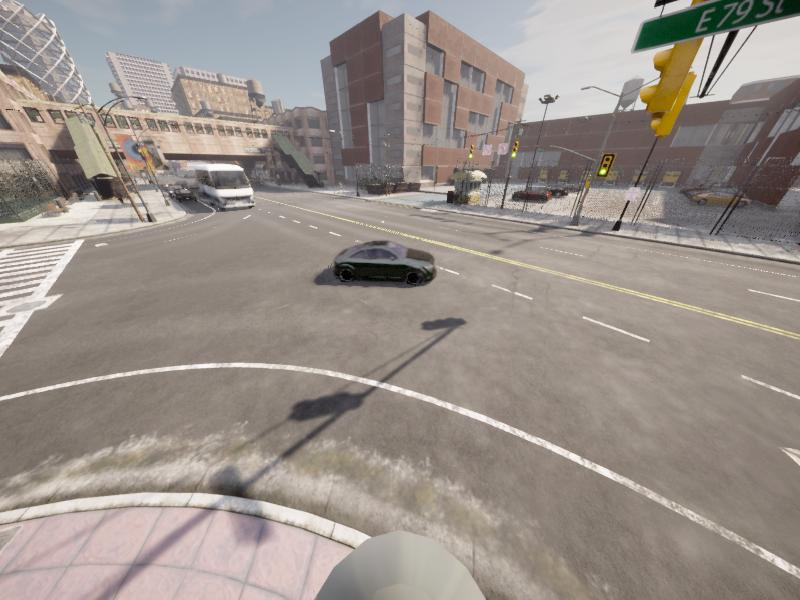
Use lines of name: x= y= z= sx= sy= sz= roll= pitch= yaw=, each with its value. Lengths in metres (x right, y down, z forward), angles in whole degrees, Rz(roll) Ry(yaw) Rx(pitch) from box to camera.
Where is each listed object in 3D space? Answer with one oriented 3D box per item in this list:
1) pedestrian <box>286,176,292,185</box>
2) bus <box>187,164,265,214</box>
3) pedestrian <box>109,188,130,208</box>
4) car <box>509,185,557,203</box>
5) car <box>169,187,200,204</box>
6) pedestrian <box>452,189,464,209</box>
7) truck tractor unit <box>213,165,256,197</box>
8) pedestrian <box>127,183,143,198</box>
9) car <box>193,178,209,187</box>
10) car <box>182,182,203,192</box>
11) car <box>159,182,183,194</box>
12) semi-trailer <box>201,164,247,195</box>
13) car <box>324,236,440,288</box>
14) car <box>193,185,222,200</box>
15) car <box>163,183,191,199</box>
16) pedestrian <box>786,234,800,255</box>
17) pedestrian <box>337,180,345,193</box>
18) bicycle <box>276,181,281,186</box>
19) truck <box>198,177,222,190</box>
pedestrian: x=-26.836 y=-28.763 z=55.611 sx=0.751 sy=1.860 sz=0.751 roll=-21 pitch=36 yaw=-32
bus: x=-19.551 y=-12.693 z=25.737 sx=3.944 sy=4.253 sz=10.273 roll=-26 pitch=39 yaw=-37
pedestrian: x=-29.688 y=-10.807 z=24.511 sx=0.751 sy=1.860 sz=0.751 roll=26 pitch=39 yaw=37
car: x=17.025 y=-13.733 z=29.804 sx=2.185 sy=1.767 sz=4.553 roll=-27 pitch=39 yaw=-38
car: x=-28.751 y=-14.010 z=30.735 sx=2.097 sy=1.535 sz=5.008 roll=-27 pitch=39 yaw=-38
pedestrian: x=6.039 y=-10.499 z=23.976 sx=0.751 sy=1.860 sz=0.751 roll=25 pitch=38 yaw=36
truck tractor unit: x=-26.210 y=-18.937 z=36.588 sx=6.516 sy=4.208 sz=3.053 roll=26 pitch=39 yaw=38
pedestrian: x=-36.954 y=-15.280 z=32.258 sx=0.751 sy=1.860 sz=0.751 roll=-22 pitch=36 yaw=-33
car: x=-47.806 y=-28.331 z=55.435 sx=1.930 sy=1.638 sz=5.238 roll=-26 pitch=39 yaw=-37
car: x=-39.288 y=-21.351 z=43.593 sx=2.033 sy=1.411 sz=5.357 roll=-26 pitch=39 yaw=-37
car: x=-40.914 y=-20.090 z=41.269 sx=2.231 sy=1.521 sz=4.892 roll=-27 pitch=39 yaw=-38
semi-trailer: x=-31.772 y=-21.839 z=41.410 sx=2.717 sy=4.402 sz=14.254 roll=-26 pitch=39 yaw=-37
car: x=-0.603 y=-1.649 z=9.492 sx=4.181 sy=1.385 sz=1.994 roll=2 pitch=30 yaw=4
car: x=-28.285 y=-15.814 z=33.915 sx=2.163 sy=1.488 sz=4.792 roll=-26 pitch=39 yaw=-38
car: x=-33.366 y=-16.355 z=34.546 sx=2.185 sy=1.767 sz=4.553 roll=-27 pitch=39 yaw=-38
pedestrian: x=20.226 y=-2.887 z=11.553 sx=0.500 sy=1.100 sz=0.500 roll=-22 pitch=37 yaw=-33
pedestrian: x=-9.780 y=-18.728 z=38.230 sx=0.751 sy=1.860 sz=0.751 roll=-27 pitch=39 yaw=-38
bicycle: x=-27.647 y=-26.484 z=52.524 sx=1.643 sy=1.024 sz=0.373 roll=27 pitch=29 yaw=38
truck: x=-39.369 y=-24.160 z=47.811 sx=2.390 sy=2.098 sz=6.274 roll=-26 pitch=39 yaw=-37
